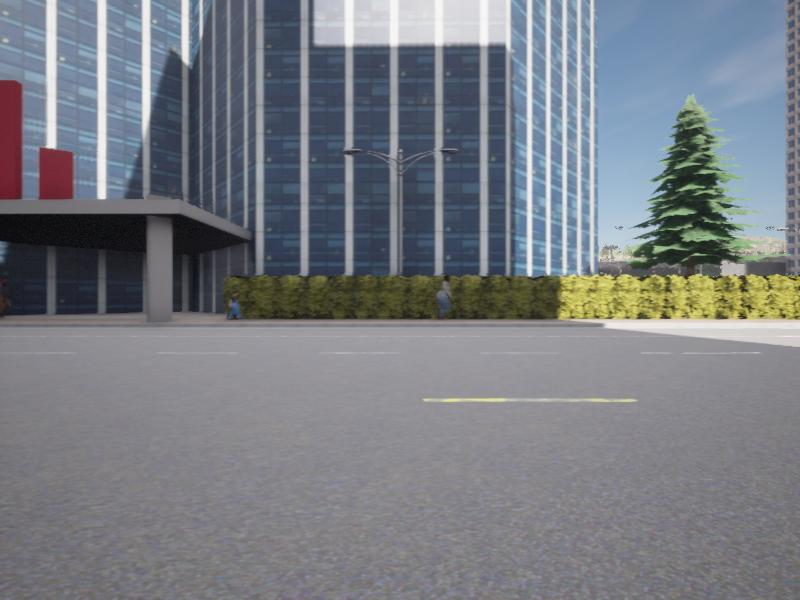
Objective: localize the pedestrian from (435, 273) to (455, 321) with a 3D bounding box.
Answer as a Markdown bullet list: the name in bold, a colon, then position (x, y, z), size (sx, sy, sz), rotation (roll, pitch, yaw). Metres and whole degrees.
- **pedestrian**: position (1.747, -0.115, 15.716), size (0.751, 1.860, 0.751), rotation (0, 0, 5)

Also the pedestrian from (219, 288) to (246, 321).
- **pedestrian**: position (-6.790, 0.166, 16.253), size (0.751, 1.300, 0.751), rotation (0, 0, 1)

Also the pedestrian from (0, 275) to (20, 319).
- **pedestrian**: position (-17.045, -0.112, 17.179), size (0.751, 1.860, 0.751), rotation (0, 0, -8)

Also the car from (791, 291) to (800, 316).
- **car**: position (26.203, 0.224, 23.508), size (2.007, 1.525, 4.514), rotation (0, 0, 0)
